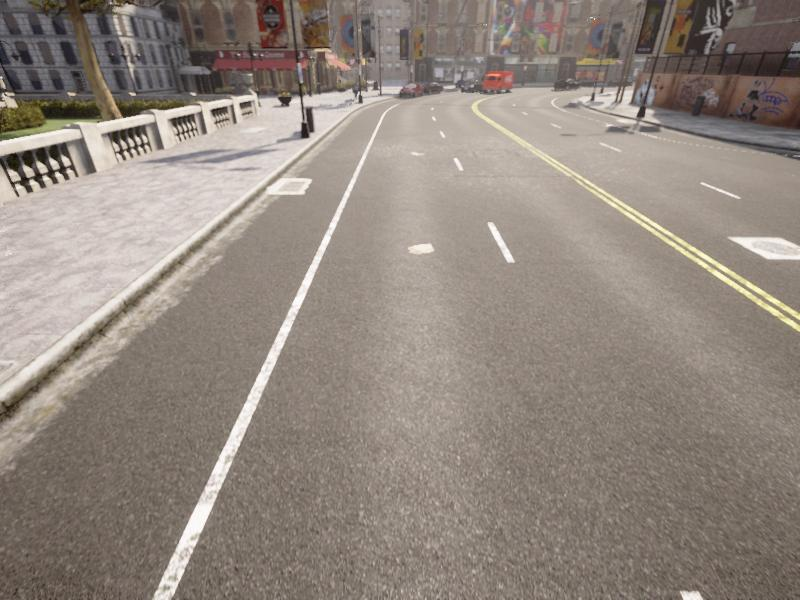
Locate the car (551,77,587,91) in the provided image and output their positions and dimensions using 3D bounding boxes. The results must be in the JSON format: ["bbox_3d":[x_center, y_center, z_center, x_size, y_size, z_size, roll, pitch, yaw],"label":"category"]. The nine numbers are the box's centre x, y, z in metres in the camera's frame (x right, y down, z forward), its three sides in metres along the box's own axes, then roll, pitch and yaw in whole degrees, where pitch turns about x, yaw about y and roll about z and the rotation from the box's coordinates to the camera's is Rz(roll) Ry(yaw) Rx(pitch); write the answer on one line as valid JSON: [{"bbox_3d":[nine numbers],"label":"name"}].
[{"bbox_3d":[24.752,-31.580,58.448,5.238,1.638,1.930,-19,35,-29],"label":"car"}]

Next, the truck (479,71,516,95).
[{"bbox_3d":[12.512,-27.934,51.379,2.627,2.467,5.204,19,35,29],"label":"truck"}]

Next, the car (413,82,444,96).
[{"bbox_3d":[3.618,-26.415,49.936,1.895,1.301,4.718,16,34,26],"label":"car"}]

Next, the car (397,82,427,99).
[{"bbox_3d":[1.389,-23.816,45.339,2.002,1.452,4.674,11,32,17],"label":"car"}]

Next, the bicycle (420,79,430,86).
[{"bbox_3d":[4.225,-36.298,66.860,1.643,1.024,0.373,0,20,0],"label":"bicycle"}]

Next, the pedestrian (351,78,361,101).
[{"bbox_3d":[-4.208,-20.163,38.335,0.751,1.860,0.751,5,31,9],"label":"pedestrian"}]

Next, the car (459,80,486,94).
[{"bbox_3d":[9.652,-28.484,53.393,1.970,1.475,3.806,19,35,29],"label":"car"}]

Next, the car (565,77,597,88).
[{"bbox_3d":[30.724,-37.051,67.998,4.514,1.525,2.007,-12,32,-19],"label":"car"}]

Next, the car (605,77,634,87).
[{"bbox_3d":[38.241,-38.019,69.717,3.806,1.475,1.970,-5,31,-9],"label":"car"}]
